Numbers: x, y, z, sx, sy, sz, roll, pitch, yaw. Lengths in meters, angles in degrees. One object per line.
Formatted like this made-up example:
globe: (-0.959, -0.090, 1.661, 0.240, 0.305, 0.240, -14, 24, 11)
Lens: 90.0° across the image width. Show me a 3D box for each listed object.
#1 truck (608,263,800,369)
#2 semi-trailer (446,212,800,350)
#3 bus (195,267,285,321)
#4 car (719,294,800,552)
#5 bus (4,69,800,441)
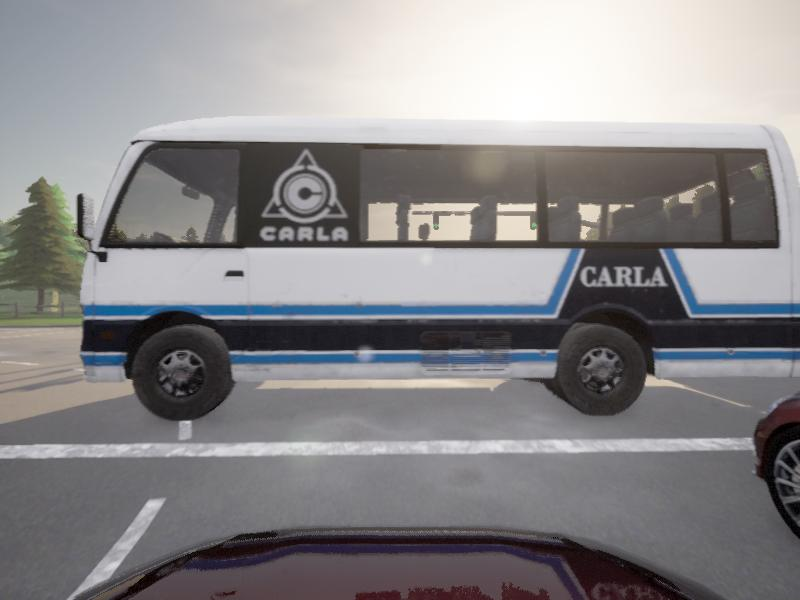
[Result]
truck: (8.850, 0.369, 10.677, 5.204, 2.467, 2.627, 0, 0, 1)
semi-trailer: (8.800, -0.607, 17.941, 14.254, 4.402, 2.717, 0, 1, 41)
bus: (-14.016, -0.480, 36.475, 3.944, 4.253, 10.273, 0, 0, 1)
car: (3.587, 0.782, 0.686, 2.152, 1.651, 5.027, 0, 0, 1)
bus: (0.539, -0.525, 6.717, 10.273, 4.253, 3.944, 0, 0, -2)
